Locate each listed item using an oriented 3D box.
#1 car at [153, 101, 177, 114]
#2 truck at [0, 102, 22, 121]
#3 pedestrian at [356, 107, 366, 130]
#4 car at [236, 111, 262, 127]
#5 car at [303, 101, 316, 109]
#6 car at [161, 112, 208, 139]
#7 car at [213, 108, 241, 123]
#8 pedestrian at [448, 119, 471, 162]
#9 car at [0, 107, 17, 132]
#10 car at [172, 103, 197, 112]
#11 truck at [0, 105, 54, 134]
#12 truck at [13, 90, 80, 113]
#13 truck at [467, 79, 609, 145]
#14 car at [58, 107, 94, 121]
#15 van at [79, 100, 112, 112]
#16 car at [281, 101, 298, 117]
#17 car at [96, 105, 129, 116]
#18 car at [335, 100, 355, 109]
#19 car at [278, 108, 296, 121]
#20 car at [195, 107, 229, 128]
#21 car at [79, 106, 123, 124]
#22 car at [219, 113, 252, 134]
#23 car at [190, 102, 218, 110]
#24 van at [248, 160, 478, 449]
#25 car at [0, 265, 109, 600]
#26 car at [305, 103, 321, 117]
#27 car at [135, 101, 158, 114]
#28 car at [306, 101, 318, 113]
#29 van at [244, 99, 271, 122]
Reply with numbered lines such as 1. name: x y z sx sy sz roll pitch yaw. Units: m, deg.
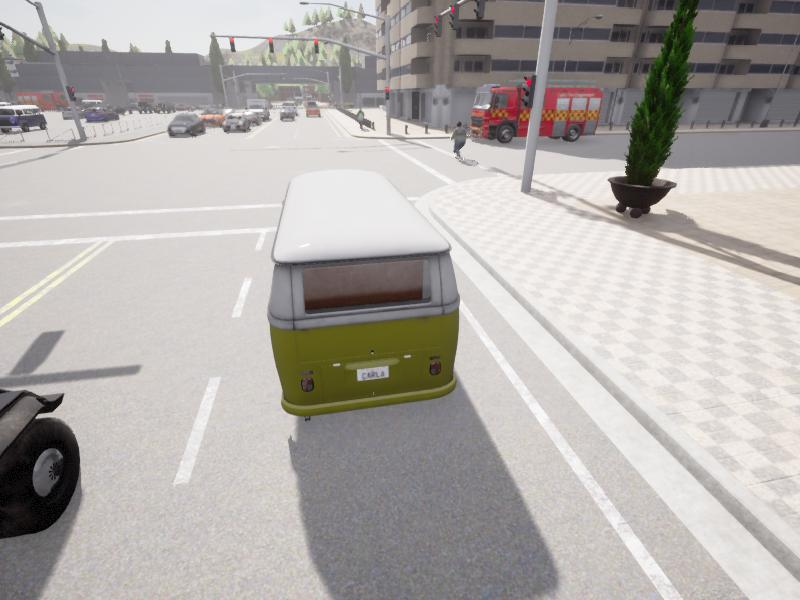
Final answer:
1. car: -39.950 -32.794 68.073 1.932 1.855 4.605 -5 28 -10
2. truck: -50.564 -23.778 50.343 2.069 2.038 4.478 -5 28 -10
3. pedestrian: -3.527 -16.327 35.957 0.751 1.860 0.751 -5 28 -10
4. car: -16.553 -20.008 44.062 1.994 1.385 4.181 -5 28 -10
5. car: -22.170 -47.769 97.891 1.882 1.535 5.008 -13 30 -23
6. car: -17.619 -14.456 32.972 2.033 1.649 4.856 -5 29 -10
7. car: -21.408 -22.961 49.692 2.163 1.488 4.792 -5 28 -10
8. pedestrian: 2.911 -7.839 19.647 0.751 1.860 0.751 -9 29 -17
9. car: -35.169 -15.070 33.586 1.932 1.855 4.605 -5 28 -10
10. car: -43.407 -38.798 80.630 3.806 1.475 1.970 -5 28 -10
11. truck: -32.343 -15.445 34.104 2.069 2.038 4.478 -5 28 -10
12. truck: -67.362 -37.971 76.390 8.468 3.827 2.891 -5 28 -9
13. truck: 9.339 -13.069 27.716 8.468 3.827 2.891 -5 28 -10
14. car: -42.056 -24.271 52.025 1.970 1.475 3.806 -5 28 -10
15. van: -61.565 -39.257 80.848 4.480 2.038 2.069 -5 28 -9
16. car: -17.259 -30.006 62.779 2.150 2.045 5.566 -5 28 -10
17. car: -44.211 -29.219 61.640 2.033 1.415 5.357 -5 28 -10
18. car: -13.144 -46.741 95.506 4.605 1.855 1.932 -5 28 -10
19. car: -14.900 -24.544 52.854 2.033 1.411 5.357 -6 28 -12
20. car: -19.730 -19.306 42.234 2.097 1.767 4.553 -5 28 -10
21. car: -35.285 -21.953 47.348 2.242 1.667 4.611 -5 28 -10
22. car: -14.697 -15.856 35.864 1.970 1.475 3.806 -5 28 -10
23. car: -42.653 -42.205 87.039 4.974 1.542 2.038 -5 28 -9
24. van: -0.681 -0.529 5.469 1.775 1.987 4.442 -5 28 -10
25. car: -3.361 1.529 1.573 1.905 1.878 3.866 -5 28 -10
26. car: -13.296 -28.990 61.071 2.097 1.767 4.553 -5 28 -10
27. car: -42.799 -32.557 67.622 1.905 1.878 3.866 -5 28 -10
28. car: -16.086 -35.343 73.343 1.905 1.878 3.866 -5 28 -10
29. van: -18.383 -24.615 51.869 2.351 2.431 6.366 -5 28 -10
